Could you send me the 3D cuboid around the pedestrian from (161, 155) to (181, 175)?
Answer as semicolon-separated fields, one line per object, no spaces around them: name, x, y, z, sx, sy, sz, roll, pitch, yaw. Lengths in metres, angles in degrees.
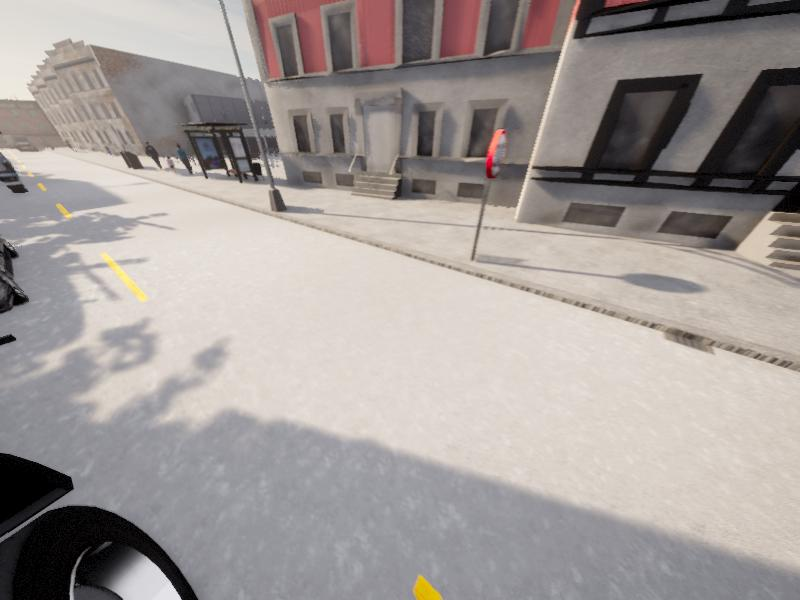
pedestrian;-15.100;-8.906;15.260;0.500;1.100;0.500;28;44;34

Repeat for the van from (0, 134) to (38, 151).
van;-73.525;-30.267;44.451;5.915;2.561;1.988;14;37;19

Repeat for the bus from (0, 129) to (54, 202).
bus;-21.414;-7.396;10.548;10.273;4.253;3.944;23;41;27

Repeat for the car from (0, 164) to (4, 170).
car;-33.657;-11.322;18.078;3.866;1.878;1.905;23;41;27

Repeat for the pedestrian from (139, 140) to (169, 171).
pedestrian;-18.241;-10.727;17.128;0.751;1.860;0.751;29;44;34

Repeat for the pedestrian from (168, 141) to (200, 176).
pedestrian;-13.789;-9.023;14.777;0.751;1.860;0.751;-28;44;-34

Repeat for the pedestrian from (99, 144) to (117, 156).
pedestrian;-36.593;-18.794;28.957;0.751;1.300;0.751;16;38;21

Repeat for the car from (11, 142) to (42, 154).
car;-64.188;-26.172;39.668;4.792;1.488;2.163;22;41;28

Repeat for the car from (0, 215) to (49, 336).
car;-8.035;-0.692;3.624;5.357;1.411;2.033;22;41;28

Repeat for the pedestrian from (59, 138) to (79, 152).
pedestrian;-50.631;-23.702;35.329;0.751;1.860;0.751;10;36;14
